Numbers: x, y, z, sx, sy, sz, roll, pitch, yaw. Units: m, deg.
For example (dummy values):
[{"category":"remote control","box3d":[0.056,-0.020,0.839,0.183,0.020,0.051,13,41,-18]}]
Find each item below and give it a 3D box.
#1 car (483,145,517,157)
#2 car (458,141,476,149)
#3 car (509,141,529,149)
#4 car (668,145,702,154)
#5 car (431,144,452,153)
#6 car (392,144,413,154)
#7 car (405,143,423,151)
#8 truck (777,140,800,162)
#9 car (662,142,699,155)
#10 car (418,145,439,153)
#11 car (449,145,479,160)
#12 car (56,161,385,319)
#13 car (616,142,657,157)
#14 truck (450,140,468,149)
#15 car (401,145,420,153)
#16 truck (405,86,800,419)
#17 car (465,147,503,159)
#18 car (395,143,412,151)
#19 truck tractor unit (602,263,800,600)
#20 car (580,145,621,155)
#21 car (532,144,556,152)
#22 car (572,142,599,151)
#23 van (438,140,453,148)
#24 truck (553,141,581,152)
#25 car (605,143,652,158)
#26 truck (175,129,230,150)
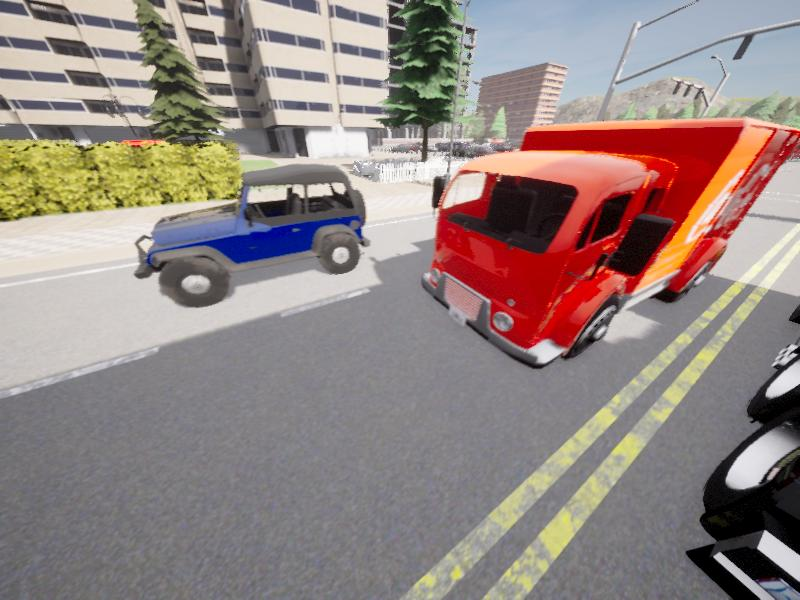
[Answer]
[{"category":"car","box3d":[17.090,-25.706,39.742,1.882,1.535,5.008,-18,39,-24]},{"category":"car","box3d":[18.723,-43.748,65.110,1.932,1.855,4.605,-18,39,-24]},{"category":"car","box3d":[34.130,-44.536,66.373,1.932,1.855,4.605,-18,39,-24]},{"category":"car","box3d":[57.730,-30.524,46.860,1.970,1.475,3.806,-18,39,-24]},{"category":"car","box3d":[9.099,-33.558,51.039,1.812,1.442,4.674,-18,39,-25]},{"category":"car","box3d":[0.436,-30.214,46.078,2.038,1.542,4.974,-18,39,-25]},{"category":"car","box3d":[3.542,-39.032,58.902,2.033,1.411,5.357,-18,39,-24]},{"category":"truck","box3d":[56.268,-20.718,32.080,5.204,2.467,2.627,-17,39,-23]},{"category":"car","box3d":[55.216,-29.910,45.539,1.905,1.878,3.866,-18,39,-24]},{"category":"car","box3d":[6.050,-32.532,49.669,1.895,1.301,4.718,-18,39,-24]},{"category":"car","box3d":[9.222,-21.560,33.656,1.851,1.617,3.988,-18,39,-24]},{"category":"car","box3d":[-2.481,-1.493,4.475,3.866,1.878,1.905,-18,39,-25]},{"category":"car","box3d":[38.229,-24.366,37.428,1.905,1.878,3.866,-18,39,-24]},{"category":"truck","box3d":[16.249,-42.975,63.813,2.069,2.038,4.478,-18,39,-24]},{"category":"car","box3d":[2.157,-32.395,49.438,1.895,1.301,4.718,-18,39,-24]},{"category":"truck","box3d":[3.003,-1.212,3.602,5.204,2.467,2.627,-18,39,-24]},{"category":"car","box3d":[12.495,-22.221,34.820,2.033,1.411,5.357,-18,39,-24]},{"category":"car","box3d":[0.804,-37.769,57.020,1.812,1.442,4.674,-18,39,-24]},{"category":"truck tractor unit","box3d":[5.107,-0.305,0.781,6.516,4.208,3.053,-18,39,-24]},{"category":"car","box3d":[37.368,-28.141,43.253,2.033,1.415,5.357,-18,39,-24]},{"category":"car","box3d":[31.857,-33.612,51.080,1.970,1.475,3.806,-18,39,-24]},{"category":"car","box3d":[46.456,-38.614,57.967,1.932,1.855,4.605,-18,39,-24]},{"category":"van","box3d":[15.510,-52.784,78.107,4.480,2.038,2.069,-18,39,-25]},{"category":"truck","box3d":[39.364,-36.349,54.487,2.069,2.038,4.478,-18,39,-24]},{"category":"car","box3d":[35.694,-23.580,36.273,1.932,1.855,4.605,-18,39,-24]},{"category":"truck","box3d":[-44.007,-36.088,52.038,8.468,3.827,2.891,-18,39,-24]}]
